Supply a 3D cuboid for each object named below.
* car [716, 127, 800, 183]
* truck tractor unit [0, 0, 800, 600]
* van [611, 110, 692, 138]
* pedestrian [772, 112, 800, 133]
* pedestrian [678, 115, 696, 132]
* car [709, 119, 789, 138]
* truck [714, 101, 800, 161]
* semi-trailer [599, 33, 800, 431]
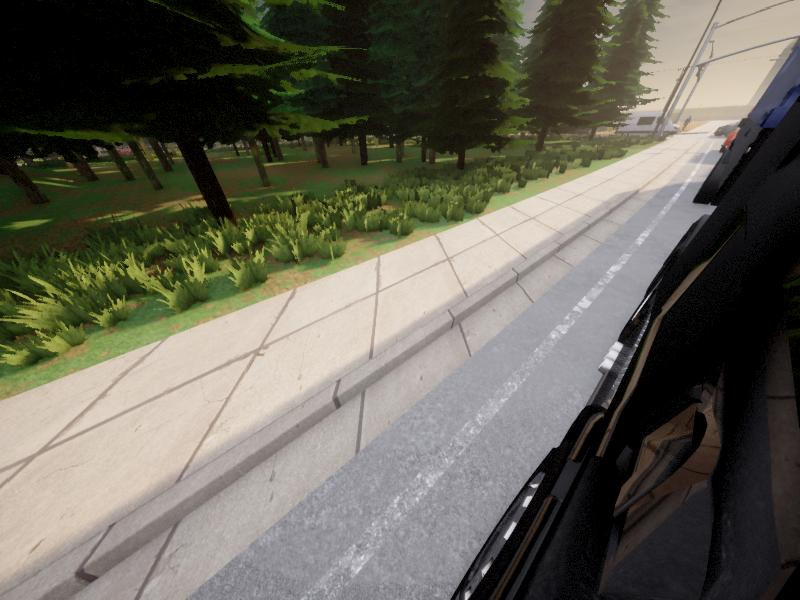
[{"bbox_3d":[15.882,-6.351,9.892,4.902,1.511,2.128,-29,44,-30],"label":"car"},{"bbox_3d":[2.645,-0.295,0.351,6.516,4.208,3.053,-28,44,-30],"label":"truck tractor unit"},{"bbox_3d":[30.500,-21.448,28.327,1.988,2.561,5.915,-29,44,-30],"label":"van"},{"bbox_3d":[43.504,-20.000,26.062,0.751,1.860,0.751,28,46,34],"label":"pedestrian"},{"bbox_3d":[40.194,-24.766,32.388,0.751,1.860,0.751,17,41,24],"label":"pedestrian"},{"bbox_3d":[36.944,-18.304,24.675,4.181,1.385,1.994,11,39,18],"label":"car"},{"bbox_3d":[21.380,-9.911,13.485,5.204,2.467,2.627,-30,44,-31],"label":"truck"},{"bbox_3d":[8.645,-3.642,4.278,14.254,4.402,2.717,-29,44,-30],"label":"semi-trailer"}]
